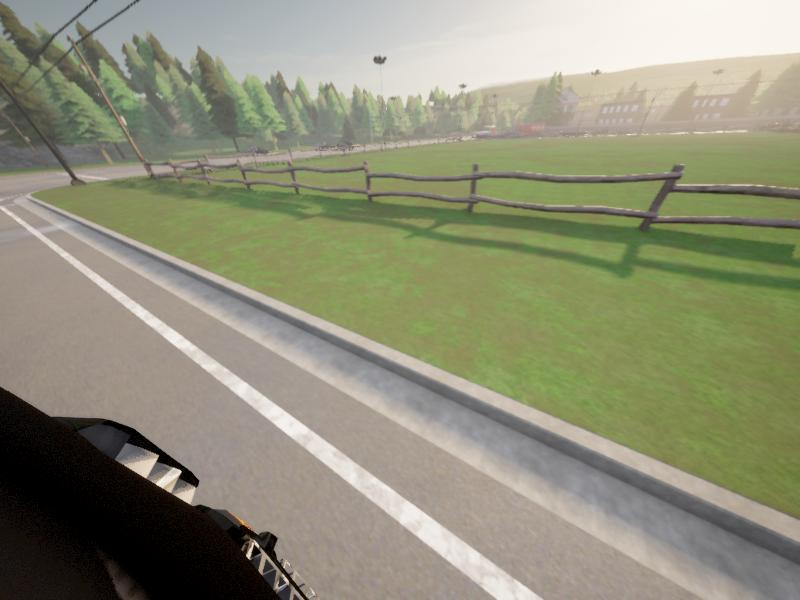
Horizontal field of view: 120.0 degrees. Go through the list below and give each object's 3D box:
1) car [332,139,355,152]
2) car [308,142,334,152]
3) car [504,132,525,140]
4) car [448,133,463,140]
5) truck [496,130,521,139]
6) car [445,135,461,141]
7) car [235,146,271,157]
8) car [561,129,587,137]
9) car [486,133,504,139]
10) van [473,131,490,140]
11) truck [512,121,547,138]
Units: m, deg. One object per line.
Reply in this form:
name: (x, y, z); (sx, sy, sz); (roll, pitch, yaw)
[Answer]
car: (-10.887, -29.850, 44.547); (1.905, 1.878, 3.866); (18, 40, 26)
car: (-16.436, -32.051, 48.309); (2.128, 1.511, 4.902); (18, 40, 26)
car: (32.139, -46.152, 64.935); (4.611, 1.667, 2.242); (17, 40, 26)
car: (19.451, -57.278, 81.036); (4.605, 1.855, 1.932); (-5, 36, -3)
truck: (33.306, -50.737, 70.793); (6.274, 2.098, 2.390); (17, 40, 26)
car: (17.911, -55.024, 78.269); (5.008, 1.535, 1.882); (-7, 36, -6)
car: (-25.977, -26.447, 41.086); (1.837, 1.490, 4.892); (18, 40, 26)
car: (46.073, -44.199, 61.220); (5.238, 1.638, 1.930); (17, 40, 26)
car: (32.206, -55.496, 78.187); (5.027, 1.651, 2.152); (17, 40, 26)
van: (25.167, -50.843, 71.521); (4.480, 2.038, 2.069); (12, 38, 20)
truck: (39.440, -51.877, 70.509); (8.468, 3.827, 2.891); (17, 40, 26)
